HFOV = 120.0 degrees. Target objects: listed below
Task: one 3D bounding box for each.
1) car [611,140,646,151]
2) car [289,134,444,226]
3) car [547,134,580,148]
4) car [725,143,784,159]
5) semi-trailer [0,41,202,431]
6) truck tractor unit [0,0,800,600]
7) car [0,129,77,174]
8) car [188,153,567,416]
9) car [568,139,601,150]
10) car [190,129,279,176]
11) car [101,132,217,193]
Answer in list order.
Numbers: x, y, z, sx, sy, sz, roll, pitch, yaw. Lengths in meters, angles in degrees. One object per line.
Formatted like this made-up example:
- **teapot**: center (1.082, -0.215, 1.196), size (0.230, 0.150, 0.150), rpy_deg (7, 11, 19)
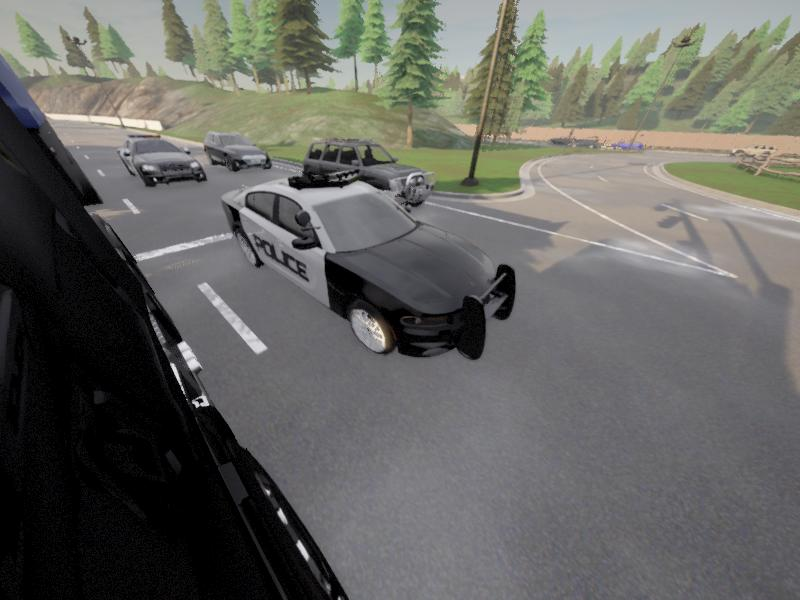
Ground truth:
- **car**: center (44.366, -30.161, 44.969), size (4.514, 1.525, 2.007), rpy_deg (28, 44, 30)
- **car**: center (-1.213, -4.063, 7.392), size (4.605, 1.855, 1.932), rpy_deg (28, 44, 30)
- **car**: center (32.110, -31.339, 45.484), size (4.605, 1.855, 1.932), rpy_deg (28, 44, 30)
- **car**: center (56.506, -23.906, 37.007), size (4.605, 1.855, 1.932), rpy_deg (28, 44, 30)
- **semi-trailer**: center (-8.699, -3.603, 4.230), size (14.254, 4.402, 2.717), rpy_deg (28, 44, 30)
- **truck tractor unit**: center (-2.645, -0.295, 0.351), size (6.516, 4.208, 3.053), rpy_deg (28, 44, 30)
- **car**: center (-17.589, -7.219, 11.067), size (4.181, 1.385, 1.994), rpy_deg (30, 45, 31)
- **car**: center (-0.903, -1.052, 3.607), size (5.238, 1.638, 1.930), rpy_deg (28, 44, 30)
- **car**: center (33.063, -27.991, 41.517), size (4.181, 1.385, 1.994), rpy_deg (28, 44, 30)
- **car**: center (-9.004, -8.114, 12.528), size (4.856, 1.649, 2.033), rpy_deg (28, 44, 30)
- **car**: center (-9.982, -5.848, 9.543), size (4.974, 1.542, 2.038), rpy_deg (28, 44, 30)
